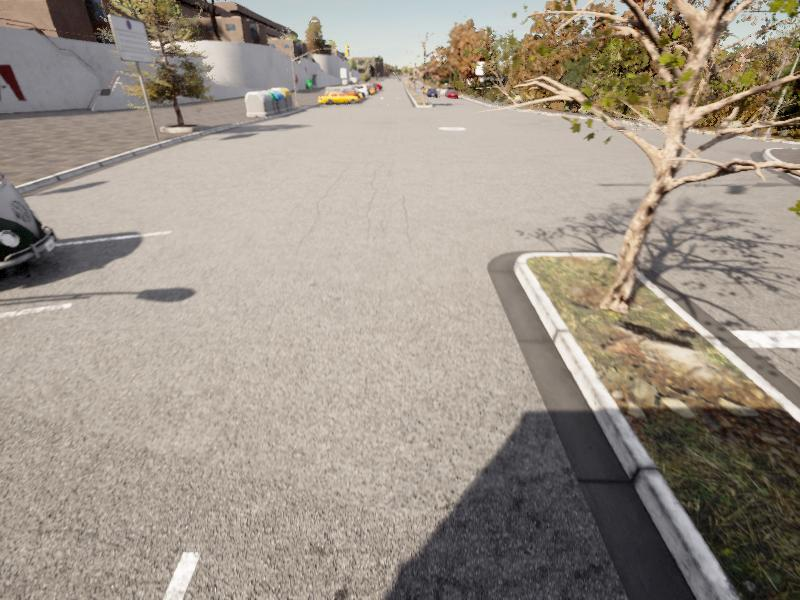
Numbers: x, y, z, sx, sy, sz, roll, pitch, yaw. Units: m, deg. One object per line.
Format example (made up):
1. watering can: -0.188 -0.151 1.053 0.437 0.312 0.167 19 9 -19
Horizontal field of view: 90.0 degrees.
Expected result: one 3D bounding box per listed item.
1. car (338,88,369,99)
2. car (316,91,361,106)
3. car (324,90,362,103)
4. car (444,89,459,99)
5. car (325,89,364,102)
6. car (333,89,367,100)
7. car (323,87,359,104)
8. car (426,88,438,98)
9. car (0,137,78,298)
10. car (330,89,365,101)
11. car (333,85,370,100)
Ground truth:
1. car: -8.086 -36.149 69.913 4.892 1.521 2.231 -11 30 -17
2. car: -7.901 -26.094 51.689 5.366 1.575 1.946 -11 30 -17
3. car: -8.100 -28.912 56.856 4.792 1.488 2.163 -11 31 -17
4. car: 8.819 -35.456 68.804 1.994 1.385 4.181 0 29 0
5. car: -8.248 -30.358 59.405 5.366 1.575 1.946 -11 31 -17
6. car: -8.081 -33.273 64.686 5.008 1.535 2.097 -11 30 -17
7. car: -7.968 -27.720 54.171 4.442 1.987 1.878 -11 30 -17
8. car: 5.814 -37.531 72.470 1.816 1.474 4.193 0 29 0
9. car: -7.962 -1.015 5.782 4.442 1.987 1.878 -11 32 -17
10. car: -8.068 -31.830 62.073 4.892 1.521 2.231 -11 31 -17
11. car: -8.105 -34.924 67.161 5.566 2.045 2.435 -11 31 -17
